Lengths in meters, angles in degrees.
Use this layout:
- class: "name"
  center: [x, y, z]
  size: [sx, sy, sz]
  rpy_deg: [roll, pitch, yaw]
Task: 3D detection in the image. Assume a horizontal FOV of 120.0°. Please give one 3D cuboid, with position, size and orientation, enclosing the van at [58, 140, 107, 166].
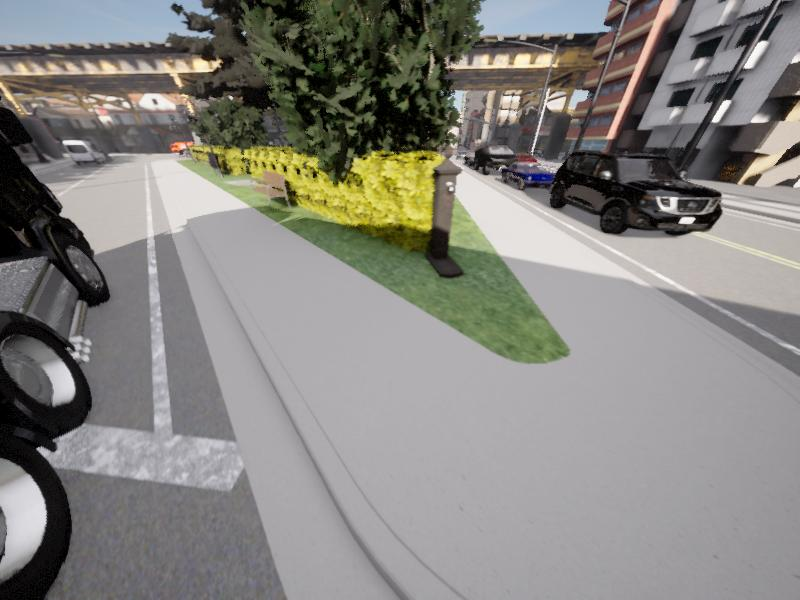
- class: "van"
  center: [-40.333, -18.862, 29.579]
  size: [1.988, 2.561, 5.915]
  rpy_deg: [-26, 42, -33]

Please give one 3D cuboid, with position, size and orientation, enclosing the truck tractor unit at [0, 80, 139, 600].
- class: "truck tractor unit"
  center: [-4.775, -0.540, 1.149]
  size: [3.053, 4.208, 6.516]
  rpy_deg: [-28, 43, -35]

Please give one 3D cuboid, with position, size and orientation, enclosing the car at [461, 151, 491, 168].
- class: "car"
  center: [8.650, -16.317, 26.694]
  size: [2.163, 1.488, 4.792]
  rpy_deg: [2, 34, 3]

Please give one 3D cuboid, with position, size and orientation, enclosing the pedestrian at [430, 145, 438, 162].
- class: "pedestrian"
  center: [4.550, -19.591, 30.856]
  size: [0.751, 1.860, 0.751]
  rpy_deg: [12, 36, 17]

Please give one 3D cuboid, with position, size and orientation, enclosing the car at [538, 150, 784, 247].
- class: "car"
  center: [7.401, -3.848, 7.923]
  size: [2.150, 2.045, 5.566]
  rpy_deg: [2, 34, 3]

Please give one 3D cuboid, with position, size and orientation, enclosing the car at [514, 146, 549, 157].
- class: "car"
  center: [25.105, -28.349, 44.150]
  size: [5.238, 1.638, 1.930]
  rpy_deg: [2, 34, 2]

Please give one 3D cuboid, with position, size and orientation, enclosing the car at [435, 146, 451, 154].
- class: "car"
  center: [10.442, -36.400, 56.020]
  size: [2.038, 1.542, 4.974]
  rpy_deg: [17, 38, 23]

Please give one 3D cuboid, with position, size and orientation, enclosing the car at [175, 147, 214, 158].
- class: "car"
  center: [-39.040, -28.133, 43.958]
  size: [5.238, 1.638, 1.930]
  rpy_deg: [1, 34, 3]

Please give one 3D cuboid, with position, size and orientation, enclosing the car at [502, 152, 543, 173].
- class: "car"
  center: [11.901, -13.703, 22.890]
  size: [1.812, 1.442, 4.674]
  rpy_deg: [2, 34, 3]

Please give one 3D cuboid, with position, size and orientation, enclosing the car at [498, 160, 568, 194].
- class: "car"
  center: [7.804, -7.666, 14.182]
  size: [1.895, 1.301, 4.718]
  rpy_deg: [2, 34, 3]

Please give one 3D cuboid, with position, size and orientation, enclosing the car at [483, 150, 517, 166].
- class: "car"
  center: [12.285, -17.740, 28.772]
  size: [2.163, 1.488, 4.792]
  rpy_deg: [1, 34, 1]

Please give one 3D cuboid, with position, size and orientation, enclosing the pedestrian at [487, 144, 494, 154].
- class: "pedestrian"
  center: [20.039, -33.326, 50.953]
  size: [0.751, 1.860, 0.751]
  rpy_deg: [-25, 41, -31]

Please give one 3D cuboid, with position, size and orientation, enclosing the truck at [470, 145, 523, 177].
- class: "truck"
  center: [8.272, -12.532, 20.599]
  size: [2.390, 2.098, 6.274]
  rpy_deg: [2, 34, 3]
